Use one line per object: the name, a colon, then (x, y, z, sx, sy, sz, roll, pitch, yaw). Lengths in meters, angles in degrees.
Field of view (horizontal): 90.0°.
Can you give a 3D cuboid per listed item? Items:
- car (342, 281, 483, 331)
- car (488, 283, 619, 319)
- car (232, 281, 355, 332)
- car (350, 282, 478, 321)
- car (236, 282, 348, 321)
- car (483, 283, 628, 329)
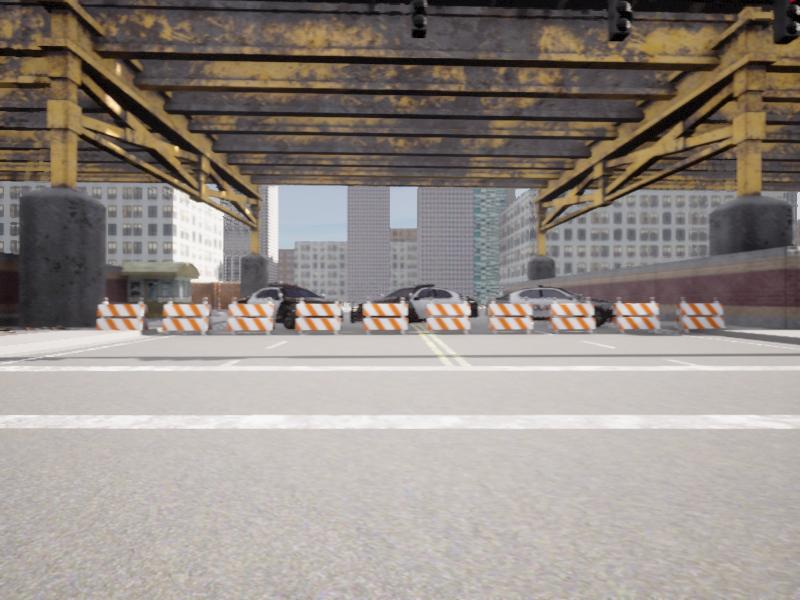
car: (0.561, 0.196, 14.647, 4.974, 1.542, 2.038, 0, 0, -37)
car: (5.881, 0.032, 15.469, 4.536, 1.218, 1.853, 0, 0, 28)
car: (-4.047, 0.201, 14.629, 4.974, 1.542, 2.038, 0, 0, 43)
car: (0.602, 0.038, 14.678, 4.536, 1.218, 1.853, 0, 0, -37)
car: (-4.085, 0.044, 14.665, 4.536, 1.218, 1.853, 0, 0, 43)
car: (5.927, 0.189, 15.444, 4.974, 1.542, 2.038, 0, 0, 28)
